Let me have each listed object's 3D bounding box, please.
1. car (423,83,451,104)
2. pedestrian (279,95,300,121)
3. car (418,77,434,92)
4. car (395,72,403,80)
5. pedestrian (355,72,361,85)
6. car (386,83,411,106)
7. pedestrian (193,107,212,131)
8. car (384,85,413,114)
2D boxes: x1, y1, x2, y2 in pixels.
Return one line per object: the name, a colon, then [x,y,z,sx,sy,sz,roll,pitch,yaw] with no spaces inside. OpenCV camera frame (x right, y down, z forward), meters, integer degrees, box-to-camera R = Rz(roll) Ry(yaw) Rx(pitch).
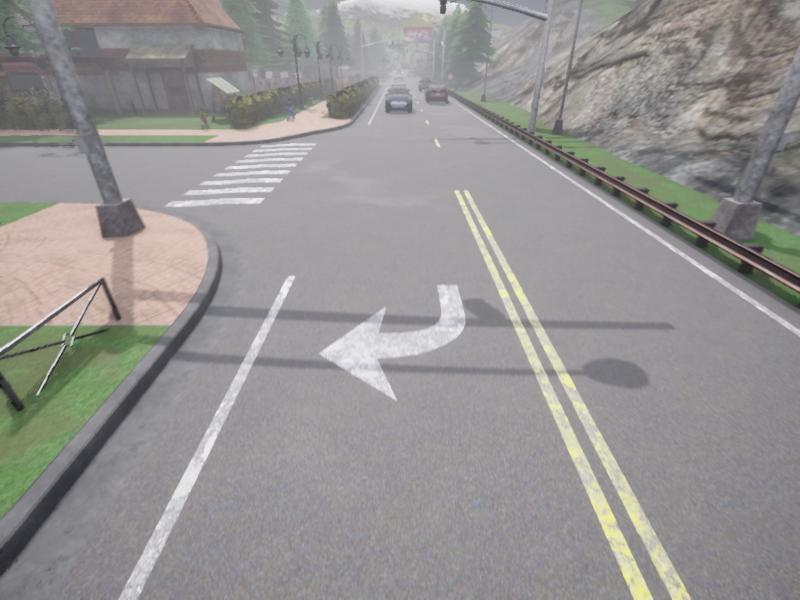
car: [3.381,-19.440,37.562,2.163,1.488,4.792,0,30,0]
pedestrian: [-6.457,-11.201,23.371,0.751,1.300,0.751,10,32,16]
car: [3.345,-28.437,52.805,1.851,1.617,3.988,0,30,0]
car: [-0.250,-50.005,89.316,1.801,1.575,5.366,0,30,0]
pedestrian: [-6.703,-35.306,63.819,0.751,1.860,0.751,0,30,0]
car: [-0.116,-18.550,36.015,2.128,1.511,4.902,0,30,0]
pedestrian: [-10.401,-9.566,21.105,0.500,1.100,0.500,4,31,7]
car: [-0.102,-15.147,30.113,2.033,1.649,4.856,0,30,0]
